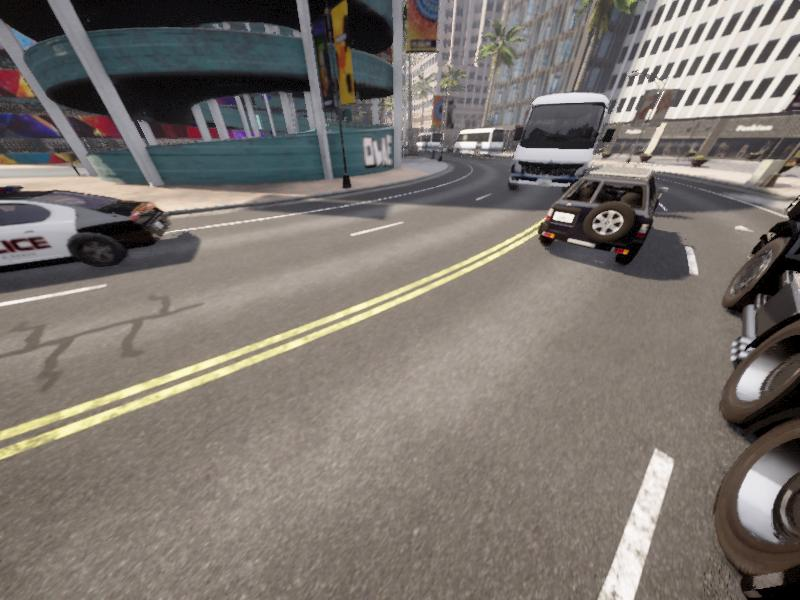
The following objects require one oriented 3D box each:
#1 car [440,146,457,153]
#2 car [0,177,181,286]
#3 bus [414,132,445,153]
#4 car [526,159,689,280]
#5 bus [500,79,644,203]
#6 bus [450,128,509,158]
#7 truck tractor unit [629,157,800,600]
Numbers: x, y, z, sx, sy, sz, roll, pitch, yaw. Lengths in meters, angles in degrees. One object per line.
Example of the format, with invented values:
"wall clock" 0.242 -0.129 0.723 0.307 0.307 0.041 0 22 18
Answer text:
"car" 12.145 -38.139 58.451 2.038 1.542 4.974 -9 35 -14
"car" -8.270 -1.424 4.796 4.974 1.542 2.038 -17 38 -24
"bus" 7.440 -41.039 60.259 3.944 4.253 10.273 -9 36 -14
"car" 5.491 -2.488 6.080 1.932 1.855 4.605 30 44 35
"bus" 9.300 -9.430 14.126 3.944 4.253 10.273 16 38 20
"bus" 14.522 -29.698 43.728 3.944 4.253 10.273 -15 37 -21
"truck tractor unit" 4.920 -0.453 1.023 6.516 4.208 3.053 -25 42 -32
